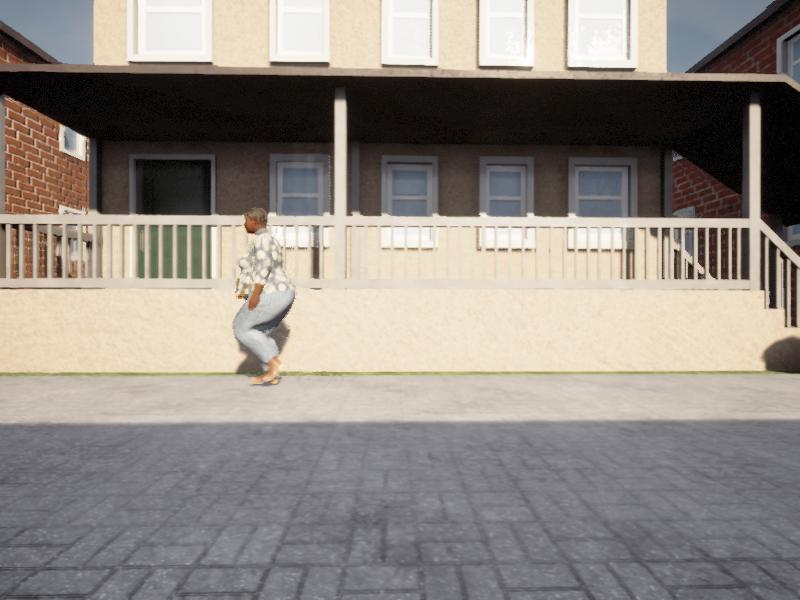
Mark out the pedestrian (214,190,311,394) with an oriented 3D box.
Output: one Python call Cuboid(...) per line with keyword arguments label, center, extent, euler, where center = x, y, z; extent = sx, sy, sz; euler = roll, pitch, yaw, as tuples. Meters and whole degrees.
Cuboid(label="pedestrian", center=(-1.344, -0.069, 4.044), extent=(0.751, 1.860, 0.751), euler=(0, 0, -4))
